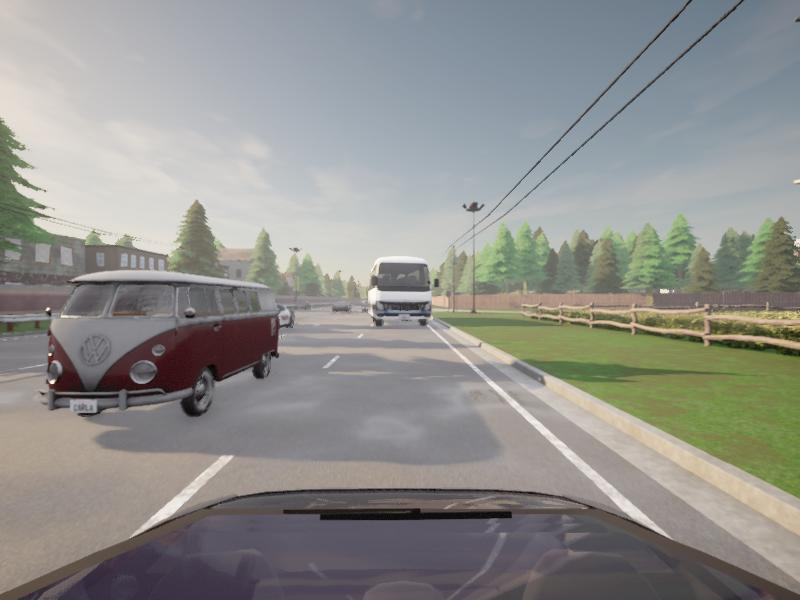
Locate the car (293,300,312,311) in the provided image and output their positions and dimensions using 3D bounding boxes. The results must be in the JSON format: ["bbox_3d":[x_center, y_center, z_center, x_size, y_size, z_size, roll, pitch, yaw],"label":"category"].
[{"bbox_3d":[-14.003,0.834,57.542,1.789,1.549,3.705,0,0,0],"label":"car"}]

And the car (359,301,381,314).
[{"bbox_3d":[-3.500,0.850,47.528,2.128,1.511,4.902,0,0,0],"label":"car"}]

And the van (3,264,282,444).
[{"bbox_3d":[-3.500,0.602,6.640,1.775,1.987,4.442,0,0,0],"label":"van"}]

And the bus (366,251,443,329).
[{"bbox_3d":[-0.170,-0.525,27.083,3.944,4.253,10.273,1,0,-6],"label":"bus"}]

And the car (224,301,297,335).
[{"bbox_3d":[-7.001,0.829,20.758,2.038,1.542,4.974,0,0,0],"label":"car"}]

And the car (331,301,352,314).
[{"bbox_3d":[-7.001,0.836,48.359,1.882,1.535,5.008,0,0,0],"label":"car"}]

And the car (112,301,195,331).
[{"bbox_3d":[-14.001,0.835,23.080,2.007,1.525,4.514,0,0,0],"label":"car"}]
